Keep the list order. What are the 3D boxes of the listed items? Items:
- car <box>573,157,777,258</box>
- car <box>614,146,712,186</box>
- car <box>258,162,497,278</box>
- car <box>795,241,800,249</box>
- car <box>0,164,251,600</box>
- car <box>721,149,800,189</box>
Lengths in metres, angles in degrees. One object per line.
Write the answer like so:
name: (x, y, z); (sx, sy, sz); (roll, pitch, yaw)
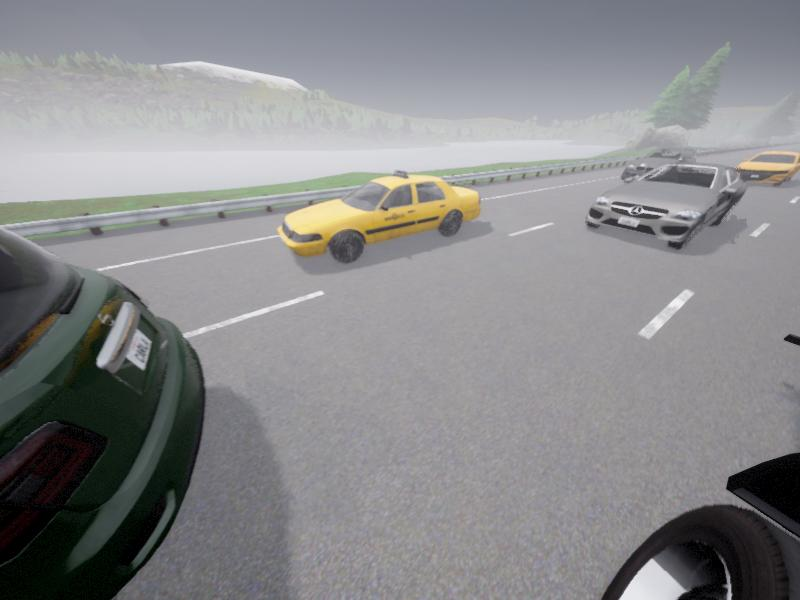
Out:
car: (7.740, -2.918, 6.560); (5.027, 1.651, 2.152); (-20, 40, -25)
car: (15.574, -8.061, 13.732); (4.611, 1.667, 2.242); (-19, 40, -25)
car: (-0.221, -2.366, 5.859); (5.366, 1.575, 1.801); (-21, 40, -26)
car: (12.056, -2.148, 5.301); (4.553, 1.767, 2.097); (-19, 40, -25)
car: (-3.834, 1.313, 0.275); (5.566, 2.045, 2.150); (-23, 41, -27)
car: (20.639, -7.424, 12.922); (5.008, 1.535, 1.882); (-19, 40, -25)
